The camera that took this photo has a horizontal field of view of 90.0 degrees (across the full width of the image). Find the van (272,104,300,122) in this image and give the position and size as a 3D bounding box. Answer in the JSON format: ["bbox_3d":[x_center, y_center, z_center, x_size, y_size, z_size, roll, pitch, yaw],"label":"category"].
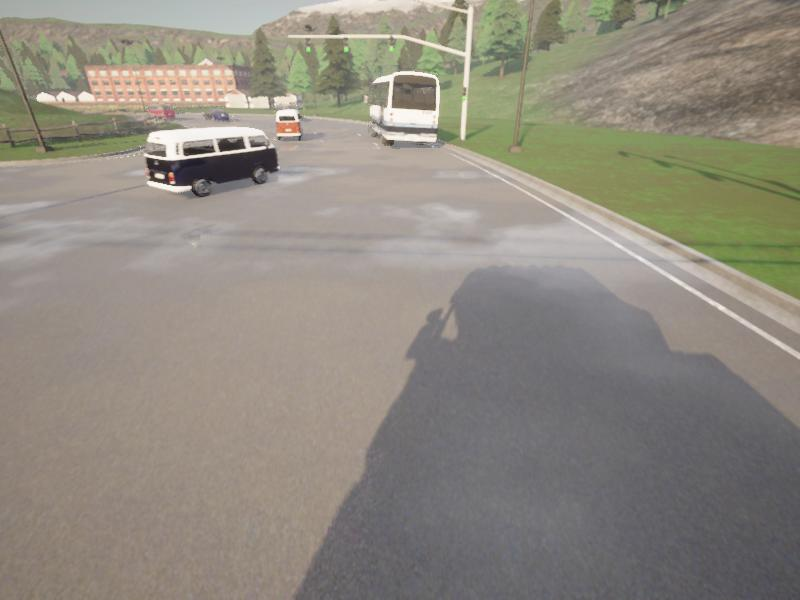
[{"bbox_3d":[-15.073,-24.648,52.641,1.775,1.987,4.442,-18,32,-32],"label":"van"}]

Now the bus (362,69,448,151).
[{"bbox_3d":[-0.199,-13.585,28.487,3.944,4.253,10.273,-2,27,-11],"label":"bus"}]

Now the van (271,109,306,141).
[{"bbox_3d":[-8.630,-13.764,31.313,2.069,2.038,4.480,-5,28,-9],"label":"van"}]

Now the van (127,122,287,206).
[{"bbox_3d":[-6.511,-5.003,14.208,2.069,2.038,4.480,17,32,27],"label":"van"}]

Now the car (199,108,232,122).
[{"bbox_3d":[-24.578,-24.652,53.256,2.163,1.488,4.792,-24,36,-39],"label":"car"}]

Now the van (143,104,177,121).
[{"bbox_3d":[-33.320,-26.088,55.551,4.442,1.987,1.775,16,31,28],"label":"van"}]
